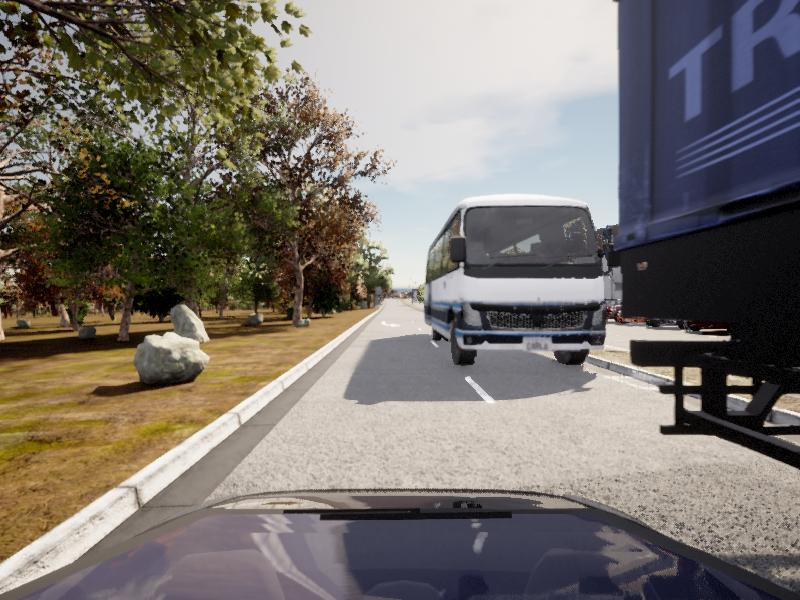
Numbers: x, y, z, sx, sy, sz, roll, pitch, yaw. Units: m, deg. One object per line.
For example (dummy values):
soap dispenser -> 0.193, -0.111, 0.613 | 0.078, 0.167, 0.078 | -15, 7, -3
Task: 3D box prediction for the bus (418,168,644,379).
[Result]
bus -> 2.898, -0.536, 13.247 | 3.944, 4.253, 10.273 | 0, 0, -1
